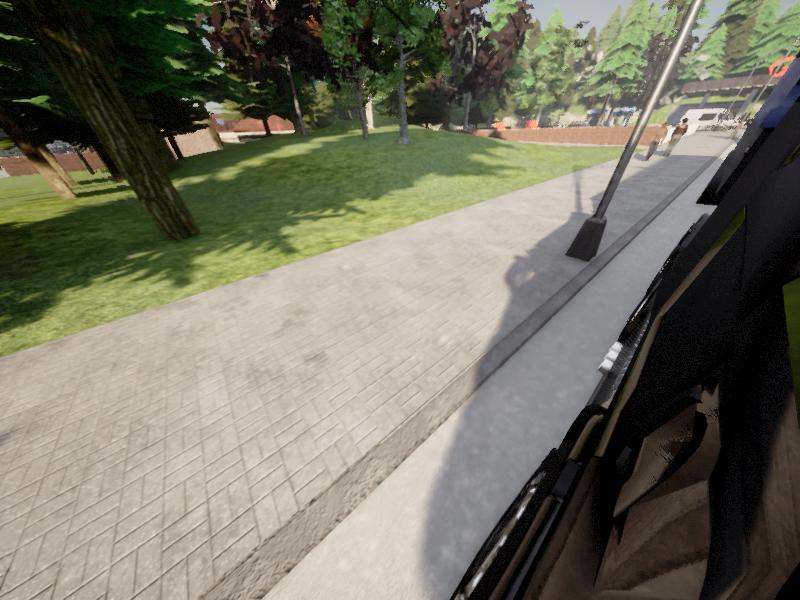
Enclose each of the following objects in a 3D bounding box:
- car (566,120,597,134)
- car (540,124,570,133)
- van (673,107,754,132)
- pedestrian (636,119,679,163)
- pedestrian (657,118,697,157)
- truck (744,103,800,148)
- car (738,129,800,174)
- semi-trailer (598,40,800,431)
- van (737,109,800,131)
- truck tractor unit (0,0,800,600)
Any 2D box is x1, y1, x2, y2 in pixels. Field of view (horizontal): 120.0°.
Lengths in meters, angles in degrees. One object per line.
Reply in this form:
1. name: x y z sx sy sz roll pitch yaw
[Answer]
1. car: 33.680 -32.191 42.974 1.905 1.878 3.866 -27 43 -29
2. car: 32.846 -36.414 49.057 1.812 1.442 4.674 -27 43 -29
3. van: 43.312 -25.000 32.181 1.988 2.561 5.915 -19 40 -22
4. pedestrian: 13.518 -8.361 12.207 0.751 1.860 0.751 24 44 31
5. pedestrian: 16.307 -9.578 13.653 0.751 1.860 0.751 -31 45 -32
6. truck: 28.836 -13.043 17.177 5.204 2.467 2.627 -27 43 -29
7. car: 17.827 -6.894 10.587 4.181 1.385 1.994 -27 43 -29
8. semi-trailer: 8.690 -3.610 4.237 14.254 4.402 2.717 -28 44 -30
9. van: 47.864 -23.108 29.769 2.069 2.038 4.480 2 37 4
10. truck tractor unit: 2.645 -0.295 0.351 6.516 4.208 3.053 -28 44 -30
